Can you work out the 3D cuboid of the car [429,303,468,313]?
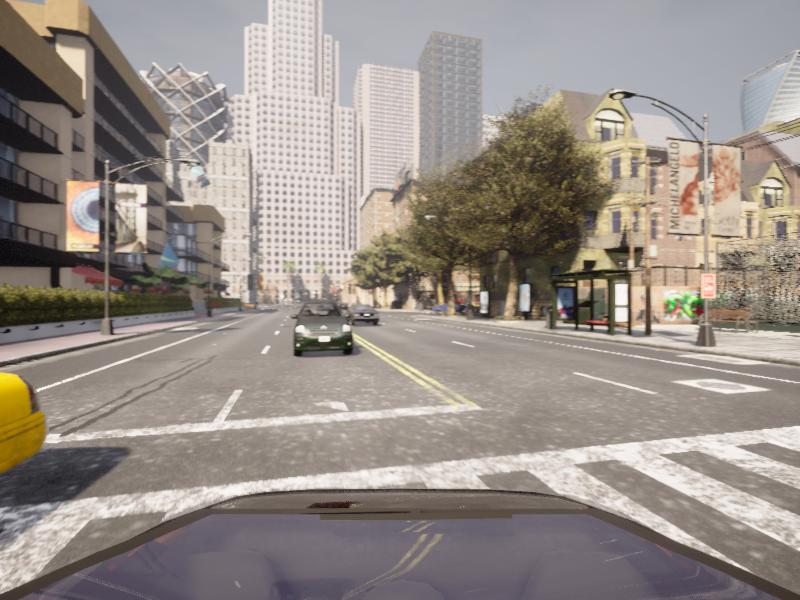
[{"bbox_3d":[7.055,1.111,58.249,5.357,1.411,2.033,0,0,-9],"label":"car"}]

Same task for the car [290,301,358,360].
[{"bbox_3d":[-2.597,0.841,13.052,1.851,1.617,3.988,0,0,-14],"label":"car"}]

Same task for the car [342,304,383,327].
[{"bbox_3d":[-2.713,1.003,27.612,2.033,1.411,5.357,0,0,-14],"label":"car"}]

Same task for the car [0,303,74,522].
[{"bbox_3d":[-3.584,0.809,0.875,1.801,1.575,5.366,0,0,-6],"label":"car"}]

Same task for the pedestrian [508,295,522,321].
[{"bbox_3d":[8.570,0.595,29.905,0.751,1.860,0.751,0,0,-12],"label":"pedestrian"}]
